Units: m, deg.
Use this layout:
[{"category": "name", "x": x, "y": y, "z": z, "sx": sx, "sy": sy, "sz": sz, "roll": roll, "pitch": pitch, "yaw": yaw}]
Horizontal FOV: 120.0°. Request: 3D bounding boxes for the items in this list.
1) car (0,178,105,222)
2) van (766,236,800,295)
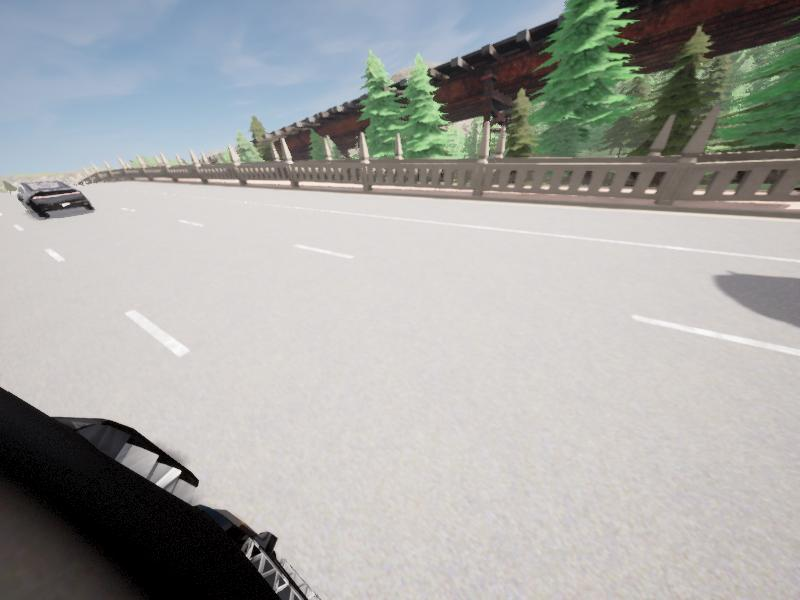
[{"category": "car", "x": -18.377, "y": -5.413, "z": 12.179, "sx": 4.902, "sy": 1.511, "sz": 2.128, "roll": 16, "pitch": 38, "yaw": 26}, {"category": "van", "x": 8.070, "y": -0.336, "z": 2.038, "sx": 4.442, "sy": 1.987, "sz": 1.775, "roll": 16, "pitch": 38, "yaw": 26}]
